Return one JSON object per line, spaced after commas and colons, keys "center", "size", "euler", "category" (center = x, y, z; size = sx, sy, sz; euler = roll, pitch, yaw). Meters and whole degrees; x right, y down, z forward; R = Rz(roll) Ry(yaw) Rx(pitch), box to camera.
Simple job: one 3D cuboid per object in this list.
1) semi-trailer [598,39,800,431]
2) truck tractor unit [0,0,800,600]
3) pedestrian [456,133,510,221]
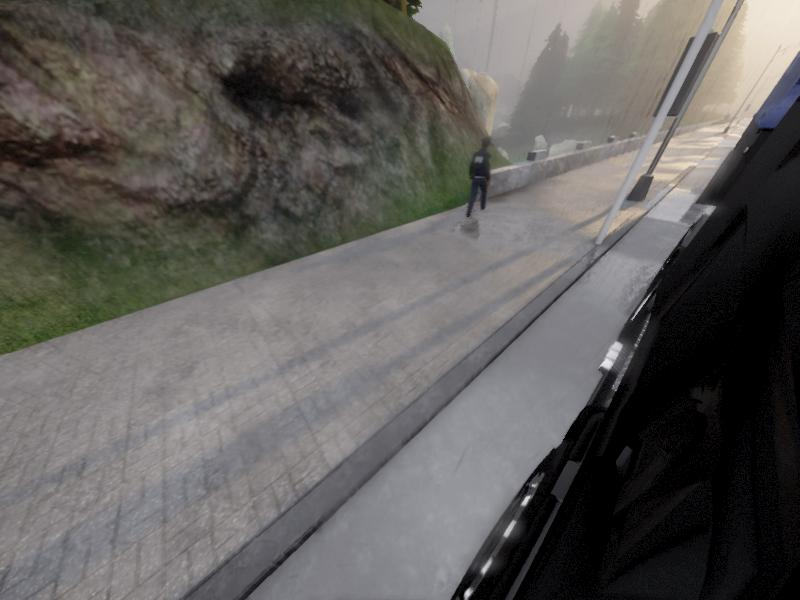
{"center": [8.690, -3.605, 4.243], "size": [14.254, 4.402, 2.717], "euler": [-28, 44, -30], "category": "semi-trailer"}
{"center": [2.645, -0.295, 0.351], "size": [6.516, 4.208, 3.053], "euler": [-28, 44, -30], "category": "truck tractor unit"}
{"center": [2.092, -3.148, 5.985], "size": [0.751, 1.860, 0.751], "euler": [28, 47, 35], "category": "pedestrian"}
